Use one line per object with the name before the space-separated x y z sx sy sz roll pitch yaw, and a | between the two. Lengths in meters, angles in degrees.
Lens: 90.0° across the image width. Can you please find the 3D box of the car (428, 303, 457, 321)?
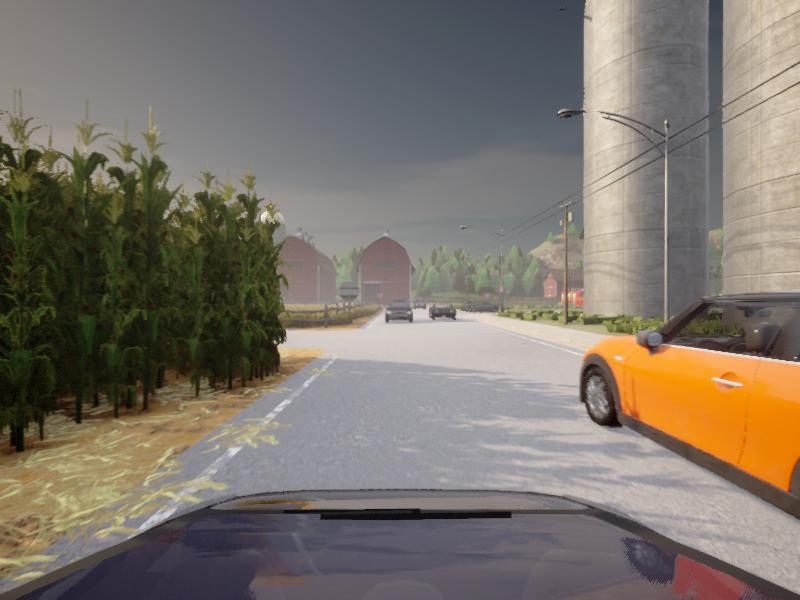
car | 3.401 0.930 32.689 1.895 1.301 4.718 0 0 1

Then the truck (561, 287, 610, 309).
truck | 35.165 -0.357 76.260 2.891 3.827 8.468 0 0 -29

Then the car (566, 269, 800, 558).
car | 3.492 0.692 3.599 2.097 1.767 4.553 0 0 0

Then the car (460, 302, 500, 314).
car | 9.434 0.887 47.324 4.181 1.385 1.994 0 0 -4

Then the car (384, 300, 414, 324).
car | -0.060 0.813 29.426 2.038 1.542 4.974 0 0 0

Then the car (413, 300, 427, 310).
car | 3.365 0.748 68.099 2.033 1.649 4.856 0 0 0
